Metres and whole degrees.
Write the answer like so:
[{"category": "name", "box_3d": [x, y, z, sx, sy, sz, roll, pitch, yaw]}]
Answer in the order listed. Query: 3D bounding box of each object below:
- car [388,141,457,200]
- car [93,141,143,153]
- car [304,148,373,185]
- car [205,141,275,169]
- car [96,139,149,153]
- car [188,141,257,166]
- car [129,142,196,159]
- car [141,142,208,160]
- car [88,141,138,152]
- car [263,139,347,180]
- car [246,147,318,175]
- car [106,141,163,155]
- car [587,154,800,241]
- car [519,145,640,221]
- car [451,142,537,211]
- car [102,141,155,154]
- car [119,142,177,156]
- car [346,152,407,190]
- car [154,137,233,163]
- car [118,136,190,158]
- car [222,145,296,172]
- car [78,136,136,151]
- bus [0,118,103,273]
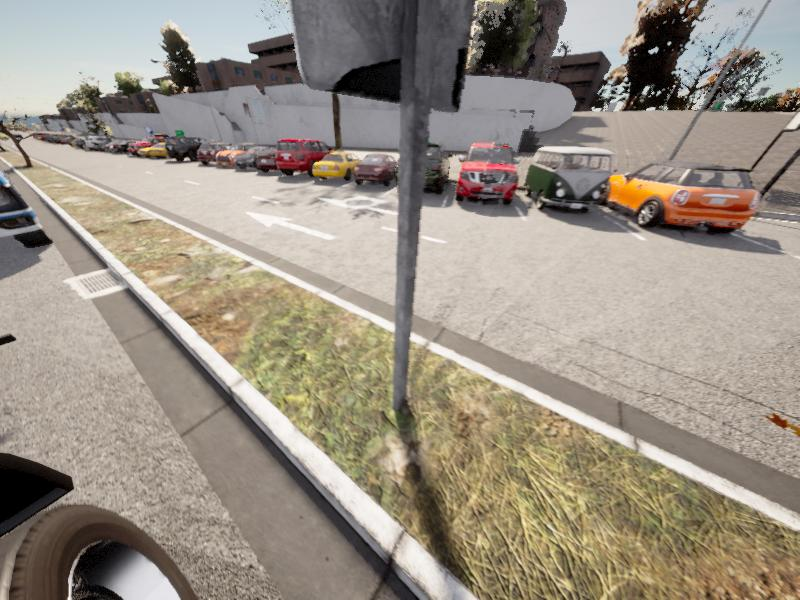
[{"category": "car", "box_3d": [1.380, -6.860, 11.824, 2.435, 2.045, 5.566, 9, 35, 11]}, {"category": "car", "box_3d": [-45.968, -25.118, 37.814, 2.002, 1.452, 4.674, 9, 35, 11]}, {"category": "car", "box_3d": [-3.565, -8.721, 14.813, 1.946, 1.575, 5.366, 9, 35, 11]}, {"category": "car", "box_3d": [-13.562, -12.668, 20.037, 2.185, 1.767, 4.553, 9, 35, 11]}, {"category": "car", "box_3d": [-43.468, -24.303, 36.382, 2.185, 1.767, 4.553, 9, 35, 11]}, {"category": "car", "box_3d": [-16.076, -13.613, 21.342, 2.185, 1.767, 4.553, 8, 35, 11]}, {"category": "car", "box_3d": [-28.567, -18.289, 28.085, 1.946, 1.575, 5.366, 9, 35, 11]}, {"category": "car", "box_3d": [-25.993, -17.525, 27.023, 1.946, 1.575, 5.366, 8, 35, 11]}, {"category": "car", "box_3d": [-48.466, -26.123, 39.191, 2.163, 1.488, 4.792, 8, 35, 11]}, {"category": "car", "box_3d": [-6.092, -9.824, 15.902, 2.435, 2.045, 5.566, 8, 35, 11]}, {"category": "car", "box_3d": [-8.589, -10.578, 17.416, 2.163, 1.488, 4.792, 8, 35, 11]}, {"category": "car", "box_3d": [-38.499, -22.245, 33.695, 2.097, 1.535, 5.008, 8, 35, 11]}, {"category": "car", "box_3d": [8.808, -3.717, 7.713, 2.185, 1.767, 4.553, 9, 35, 12]}, {"category": "car", "box_3d": [6.321, -4.763, 8.977, 1.878, 1.987, 4.442, 9, 36, 11]}, {"category": "car", "box_3d": [3.863, -5.832, 10.408, 2.435, 2.045, 5.566, 9, 35, 11]}, {"category": "car", "box_3d": [-40.985, -23.182, 35.089, 2.002, 1.452, 4.674, 9, 35, 11]}, {"category": "car", "box_3d": [-33.513, -20.280, 30.960, 2.163, 1.488, 4.792, 9, 35, 11]}, {"category": "car", "box_3d": [-1.123, -7.594, 13.328, 2.002, 1.452, 4.674, 9, 35, 11]}, {"category": "car", "box_3d": [-21.048, -15.701, 24.035, 2.435, 2.045, 5.566, 8, 35, 11]}, {"category": "car", "box_3d": [-31.015, -19.546, 29.436, 2.435, 2.045, 5.566, 9, 35, 11]}, {"category": "car", "box_3d": [-11.077, -11.569, 18.734, 2.231, 1.521, 4.892, 9, 35, 11]}, {"category": "car", "box_3d": [-50.954, -27.332, 40.386, 2.435, 2.045, 5.566, 9, 35, 11]}, {"category": "bus", "box_3d": [-12.377, -3.674, 5.223, 10.273, 4.253, 3.944, 21, 40, 27]}]
